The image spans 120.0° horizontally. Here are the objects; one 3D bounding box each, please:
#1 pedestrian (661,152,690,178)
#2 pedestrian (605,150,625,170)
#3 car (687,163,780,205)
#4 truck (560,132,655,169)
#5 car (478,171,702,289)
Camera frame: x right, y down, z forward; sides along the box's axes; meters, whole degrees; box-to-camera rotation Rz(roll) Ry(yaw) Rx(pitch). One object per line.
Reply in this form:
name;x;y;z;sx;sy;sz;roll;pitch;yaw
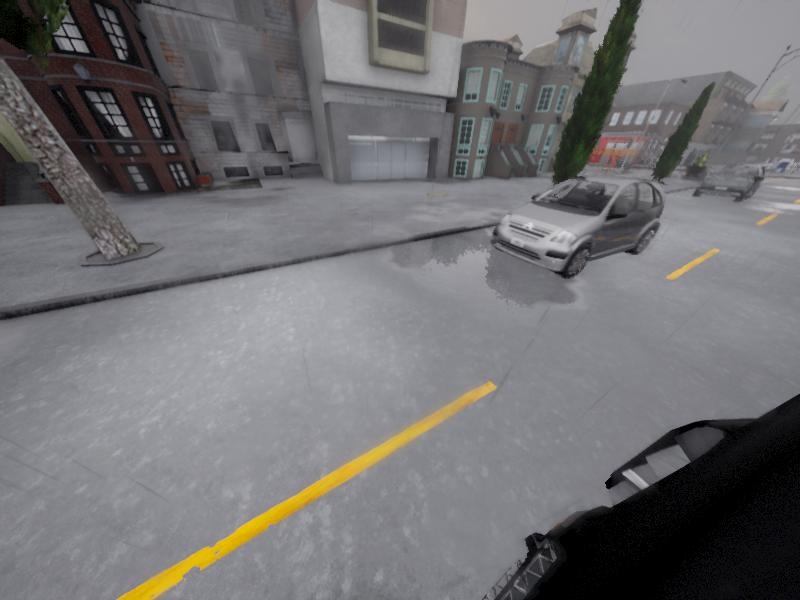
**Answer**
pedestrian;22.871;-11.251;19.246;0.751;1.860;0.751;25;41;31
pedestrian;23.781;-15.502;25.573;0.751;1.860;0.751;-14;37;-21
car;17.171;-6.081;11.916;3.705;1.549;1.789;-18;38;-26
truck;28.074;-20.781;31.996;2.891;3.827;8.468;-18;39;-26
car;4.059;-1.818;5.140;3.988;1.617;1.851;-16;37;-23
